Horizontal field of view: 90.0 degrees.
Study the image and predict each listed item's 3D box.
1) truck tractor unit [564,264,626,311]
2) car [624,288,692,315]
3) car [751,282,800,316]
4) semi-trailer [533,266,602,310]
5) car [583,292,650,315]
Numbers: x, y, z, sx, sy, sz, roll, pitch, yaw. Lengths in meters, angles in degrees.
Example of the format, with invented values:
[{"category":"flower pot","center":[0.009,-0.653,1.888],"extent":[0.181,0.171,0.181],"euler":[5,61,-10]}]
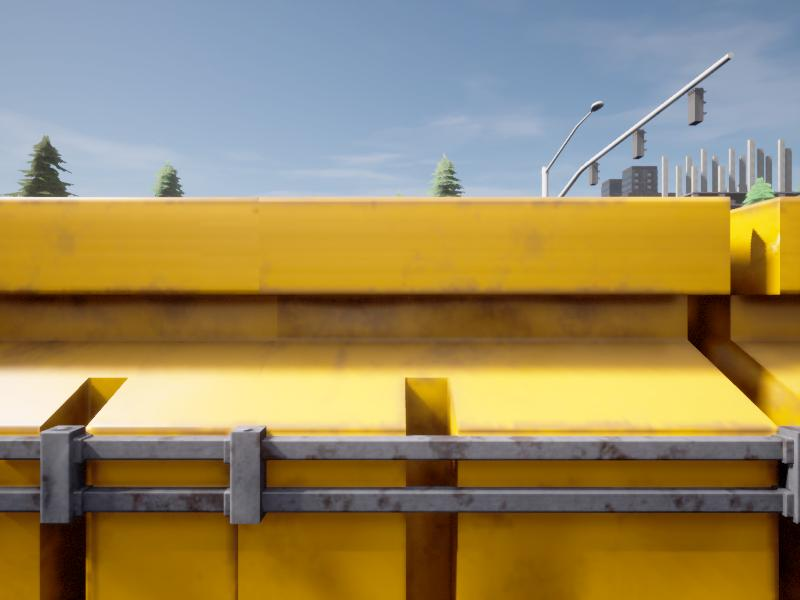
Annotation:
[{"category":"truck tractor unit","center":[18.799,-1.115,39.150],"extent":[3.053,4.208,6.516],"euler":[0,0,2]},{"category":"car","center":[18.474,0.091,28.975],"extent":[2.097,1.767,4.553],"euler":[0,0,2]},{"category":"car","center":[25.215,-0.037,24.780],"extent":[2.150,2.045,5.566],"euler":[0,0,2]},{"category":"semi-trailer","center":[19.116,-1.221,47.058],"extent":[2.717,4.402,14.254],"euler":[0,0,2]},{"category":"car","center":[14.937,0.233,27.992],"extent":[2.128,1.511,4.902],"euler":[0,0,2]}]
